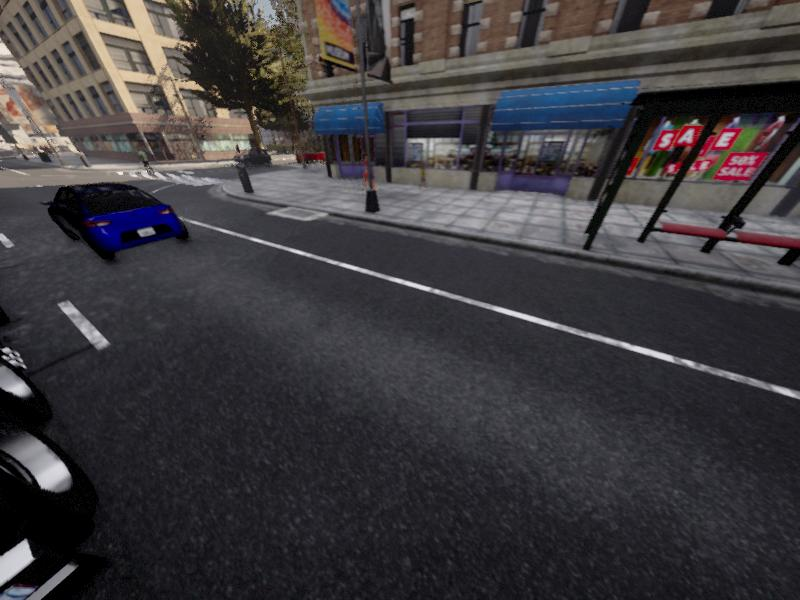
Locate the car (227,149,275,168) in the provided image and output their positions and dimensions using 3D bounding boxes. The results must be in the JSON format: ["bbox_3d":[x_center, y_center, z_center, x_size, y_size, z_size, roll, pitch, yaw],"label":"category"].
[{"bbox_3d":[-15.954,-15.354,24.897,1.845,1.501,3.633,17,39,23],"label":"car"}]

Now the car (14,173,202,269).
[{"bbox_3d":[-7.708,-2.336,6.154,4.193,1.474,1.816,18,39,25],"label":"car"}]

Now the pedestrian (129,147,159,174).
[{"bbox_3d":[-21.463,-11.708,19.382,0.751,1.860,0.751,12,37,18],"label":"pedestrian"}]

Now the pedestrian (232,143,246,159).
[{"bbox_3d":[-21.768,-20.133,31.230,0.751,1.860,0.751,22,41,29],"label":"pedestrian"}]

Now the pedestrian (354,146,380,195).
[{"bbox_3d":[-1.479,-5.968,10.666,0.751,1.860,0.751,15,38,21],"label":"pedestrian"}]

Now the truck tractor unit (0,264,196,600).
[{"bbox_3d":[-5.110,-0.301,0.788,6.516,4.208,3.053,18,38,24],"label":"truck tractor unit"}]

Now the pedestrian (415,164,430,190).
[{"bbox_3d":[1.136,-6.191,11.626,0.500,1.100,0.500,19,39,25],"label":"pedestrian"}]
